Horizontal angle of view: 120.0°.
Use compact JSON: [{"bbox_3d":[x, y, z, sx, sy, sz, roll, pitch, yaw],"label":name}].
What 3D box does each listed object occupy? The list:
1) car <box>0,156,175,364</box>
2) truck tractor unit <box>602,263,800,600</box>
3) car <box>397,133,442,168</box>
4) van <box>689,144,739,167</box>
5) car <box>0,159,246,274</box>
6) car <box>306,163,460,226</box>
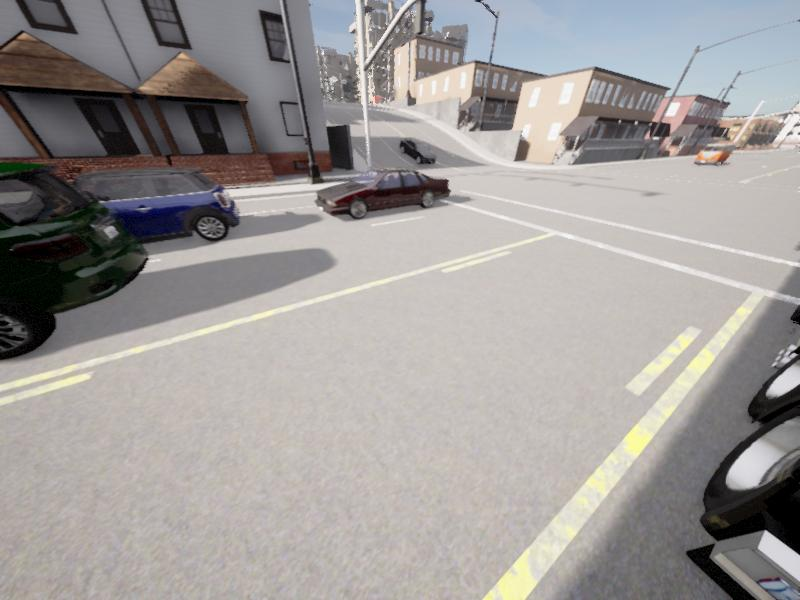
[{"bbox_3d":[-6.672,-0.187,2.436,5.566,2.045,2.150,-18,39,-24],"label":"car"},{"bbox_3d":[5.108,-0.304,0.783,6.516,4.208,3.053,-18,39,-24],"label":"truck tractor unit"},{"bbox_3d":[1.848,-15.242,23.434,1.882,1.535,5.008,-19,55,-25],"label":"car"},{"bbox_3d":[34.267,-15.840,25.229,4.442,1.987,1.775,-18,39,-24],"label":"van"},{"bbox_3d":[-6.795,-2.352,5.765,4.553,1.767,2.097,-18,39,-24],"label":"car"},{"bbox_3d":[-0.462,-4.272,8.918,5.357,1.411,2.033,-20,40,-26],"label":"car"}]
